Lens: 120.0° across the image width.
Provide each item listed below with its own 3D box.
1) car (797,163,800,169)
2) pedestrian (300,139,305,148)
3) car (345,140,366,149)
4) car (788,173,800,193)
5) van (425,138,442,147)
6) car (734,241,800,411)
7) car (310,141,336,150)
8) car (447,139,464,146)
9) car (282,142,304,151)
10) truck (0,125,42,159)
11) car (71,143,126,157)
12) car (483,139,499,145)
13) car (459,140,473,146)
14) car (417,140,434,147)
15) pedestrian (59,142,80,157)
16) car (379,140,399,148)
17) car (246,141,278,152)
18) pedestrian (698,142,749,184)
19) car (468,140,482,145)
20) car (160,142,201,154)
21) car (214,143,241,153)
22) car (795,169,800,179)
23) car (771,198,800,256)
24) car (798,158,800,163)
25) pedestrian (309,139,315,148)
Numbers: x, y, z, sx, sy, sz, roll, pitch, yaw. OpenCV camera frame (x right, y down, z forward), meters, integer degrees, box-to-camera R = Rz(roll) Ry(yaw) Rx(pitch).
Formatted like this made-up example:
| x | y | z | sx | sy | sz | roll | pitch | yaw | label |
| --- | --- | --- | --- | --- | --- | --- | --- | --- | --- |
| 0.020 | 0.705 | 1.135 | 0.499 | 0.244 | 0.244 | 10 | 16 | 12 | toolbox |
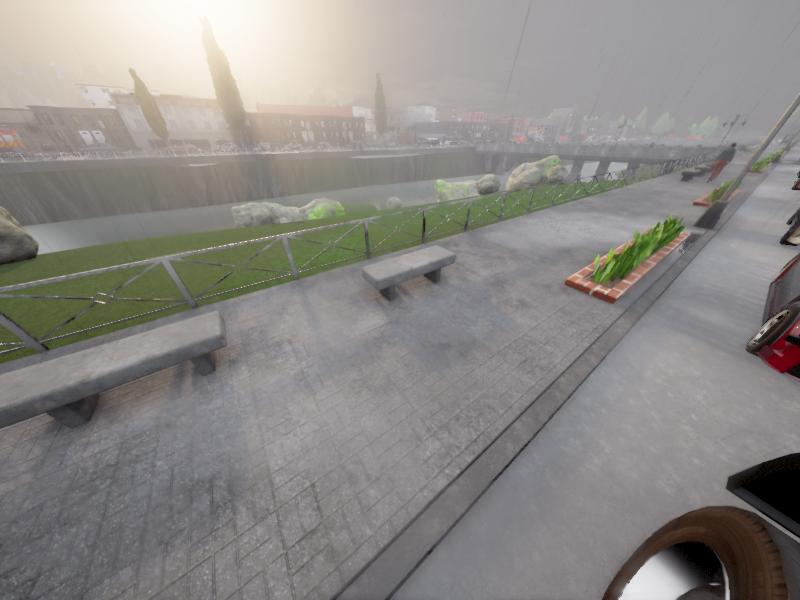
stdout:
| x | y | z | sx | sy | sz | roll | pitch | yaw | label |
| --- | --- | --- | --- | --- | --- | --- | --- | --- | --- |
| 34.970 | -11.711 | 18.979 | 3.633 | 1.501 | 1.845 | -22 | 41 | -28 | car |
| -23.848 | -38.218 | 56.491 | 0.751 | 1.860 | 0.751 | -20 | 40 | -26 | pedestrian |
| -11.155 | -39.176 | 58.176 | 4.856 | 1.649 | 2.033 | -22 | 41 | -28 | car |
| 21.285 | -6.140 | 11.166 | 4.514 | 1.525 | 2.007 | -22 | 41 | -28 | car |
| 9.523 | -44.942 | 65.886 | 4.480 | 2.038 | 2.069 | -22 | 41 | -28 | van |
| 6.073 | 0.128 | 2.534 | 4.181 | 1.385 | 1.994 | -22 | 40 | -28 | car |
| -17.984 | -36.392 | 54.273 | 5.238 | 1.638 | 1.930 | -22 | 41 | -28 | car |
| 18.032 | -51.059 | 74.855 | 5.238 | 1.638 | 1.930 | -22 | 41 | -28 | car |
| -23.610 | -34.031 | 51.102 | 3.806 | 1.475 | 1.970 | -22 | 41 | -28 | car |
| -57.322 | -21.268 | 31.171 | 8.468 | 3.827 | 2.891 | -22 | 41 | -28 | truck |
| -48.095 | -24.124 | 37.073 | 4.856 | 1.649 | 2.033 | -22 | 41 | -28 | car |
| 30.943 | -53.503 | 78.238 | 5.238 | 1.638 | 1.930 | -22 | 41 | -28 | car |
| 20.838 | -49.286 | 72.535 | 3.806 | 1.475 | 1.970 | -22 | 41 | -28 | car |
| 7.544 | -46.746 | 68.892 | 5.008 | 1.535 | 1.882 | -22 | 41 | -28 | car |
| -48.992 | -22.290 | 34.228 | 0.751 | 1.860 | 0.751 | 0 | 35 | 1 | pedestrian |
| -2.975 | -42.485 | 62.866 | 4.974 | 1.542 | 2.038 | -22 | 41 | -28 | car |
| -28.741 | -32.011 | 48.126 | 5.238 | 1.638 | 1.930 | -22 | 41 | -28 | car |
| 17.214 | -7.312 | 12.343 | 0.751 | 1.860 | 0.751 | -22 | 41 | -28 | pedestrian |
| 25.831 | -54.179 | 79.351 | 4.892 | 1.490 | 1.837 | -22 | 41 | -28 | car |
| -39.673 | -27.551 | 41.883 | 5.027 | 1.651 | 2.152 | -22 | 41 | -28 | car |
| -33.813 | -29.875 | 45.269 | 3.806 | 1.475 | 1.970 | -22 | 41 | -28 | car |
| 27.255 | -8.548 | 14.589 | 4.193 | 1.474 | 1.816 | -22 | 41 | -28 | car |
| 11.336 | -2.092 | 5.485 | 4.514 | 1.525 | 2.007 | -22 | 41 | -28 | car |
| 42.855 | -14.922 | 23.479 | 5.008 | 1.535 | 1.882 | -22 | 41 | -28 | car |
| -22.364 | -39.712 | 58.627 | 0.751 | 1.860 | 0.751 | -23 | 41 | -29 | pedestrian |
